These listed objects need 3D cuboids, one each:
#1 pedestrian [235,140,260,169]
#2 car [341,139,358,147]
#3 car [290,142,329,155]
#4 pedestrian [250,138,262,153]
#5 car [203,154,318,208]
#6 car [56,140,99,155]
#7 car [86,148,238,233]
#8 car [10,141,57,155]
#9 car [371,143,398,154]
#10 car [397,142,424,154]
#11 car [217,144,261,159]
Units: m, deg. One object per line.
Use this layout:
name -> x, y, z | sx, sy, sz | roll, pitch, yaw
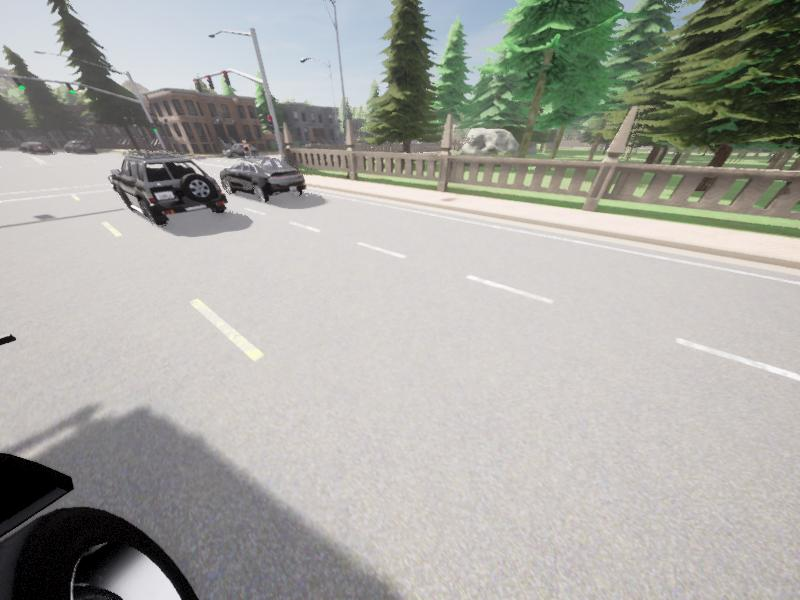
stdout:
pedestrian -> -11.649, -11.150, 17.717 | 0.751, 1.860, 0.751 | 8, 36, 11
car -> -14.405, -44.689, 65.723 | 4.856, 1.649, 2.033 | 24, 42, 30
car -> -13.985, -23.744, 36.120 | 1.801, 1.575, 5.366 | 23, 41, 28
pedestrian -> -22.036, -23.676, 35.406 | 0.751, 1.860, 0.751 | 18, 39, 23
car -> -6.280, -5.517, 10.377 | 4.902, 1.511, 2.128 | 23, 41, 28
car -> -48.593, -23.029, 34.840 | 4.611, 1.667, 2.242 | 16, 38, 21
car -> -7.907, -3.877, 7.718 | 4.605, 1.855, 1.932 | 23, 41, 28
car -> -53.048, -22.037, 33.452 | 4.792, 1.488, 2.163 | 14, 37, 18
car -> -2.542, -25.948, 39.421 | 1.837, 1.490, 4.892 | 23, 41, 28
car -> 1.847, -26.057, 39.488 | 1.930, 1.638, 5.238 | 23, 41, 28
car -> -20.135, -18.778, 29.110 | 1.970, 1.475, 3.806 | 22, 41, 28
